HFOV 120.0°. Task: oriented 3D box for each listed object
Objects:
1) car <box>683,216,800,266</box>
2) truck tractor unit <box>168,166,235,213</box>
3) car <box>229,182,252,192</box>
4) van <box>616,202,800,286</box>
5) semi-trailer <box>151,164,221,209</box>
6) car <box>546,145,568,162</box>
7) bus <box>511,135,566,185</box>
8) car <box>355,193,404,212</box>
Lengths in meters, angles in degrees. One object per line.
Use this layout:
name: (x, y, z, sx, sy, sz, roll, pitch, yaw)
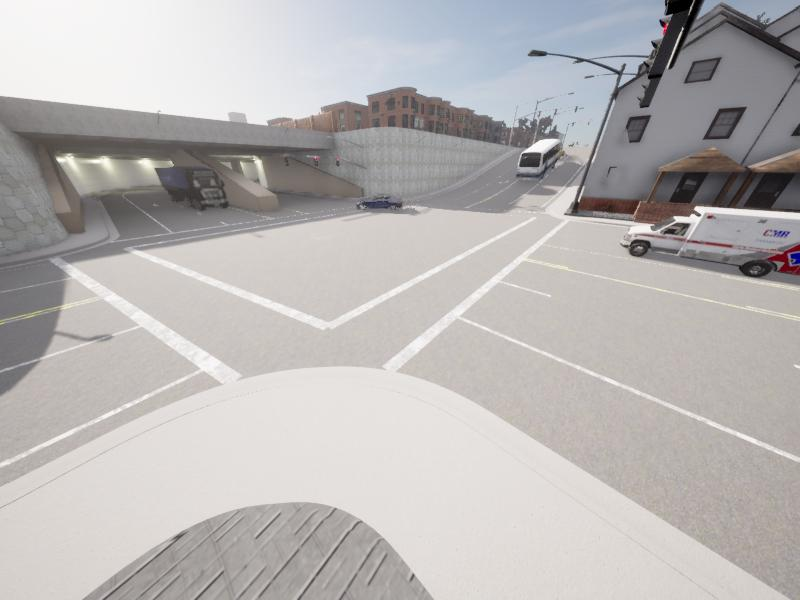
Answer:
car: (18.599, -3.250, 12.332, 3.988, 1.617, 1.851, 24, 38, 35)
truck tractor unit: (-21.874, -12.369, 25.512, 6.516, 4.208, 3.053, 22, 37, 34)
car: (-30.922, -21.868, 44.660, 4.514, 1.525, 2.007, 23, 37, 34)
van: (14.908, -2.901, 10.908, 6.366, 2.431, 2.351, 24, 38, 35)
semi-trailer: (-27.951, -14.986, 29.851, 14.254, 4.402, 2.717, 23, 37, 34)
car: (28.967, -27.085, 42.659, 1.801, 1.575, 5.366, 24, 51, 34)
bus: (21.842, -22.115, 36.340, 3.944, 4.253, 10.273, 24, 51, 34)
car: (-2.088, -10.529, 24.922, 5.027, 1.651, 2.152, 2, 31, 3)
